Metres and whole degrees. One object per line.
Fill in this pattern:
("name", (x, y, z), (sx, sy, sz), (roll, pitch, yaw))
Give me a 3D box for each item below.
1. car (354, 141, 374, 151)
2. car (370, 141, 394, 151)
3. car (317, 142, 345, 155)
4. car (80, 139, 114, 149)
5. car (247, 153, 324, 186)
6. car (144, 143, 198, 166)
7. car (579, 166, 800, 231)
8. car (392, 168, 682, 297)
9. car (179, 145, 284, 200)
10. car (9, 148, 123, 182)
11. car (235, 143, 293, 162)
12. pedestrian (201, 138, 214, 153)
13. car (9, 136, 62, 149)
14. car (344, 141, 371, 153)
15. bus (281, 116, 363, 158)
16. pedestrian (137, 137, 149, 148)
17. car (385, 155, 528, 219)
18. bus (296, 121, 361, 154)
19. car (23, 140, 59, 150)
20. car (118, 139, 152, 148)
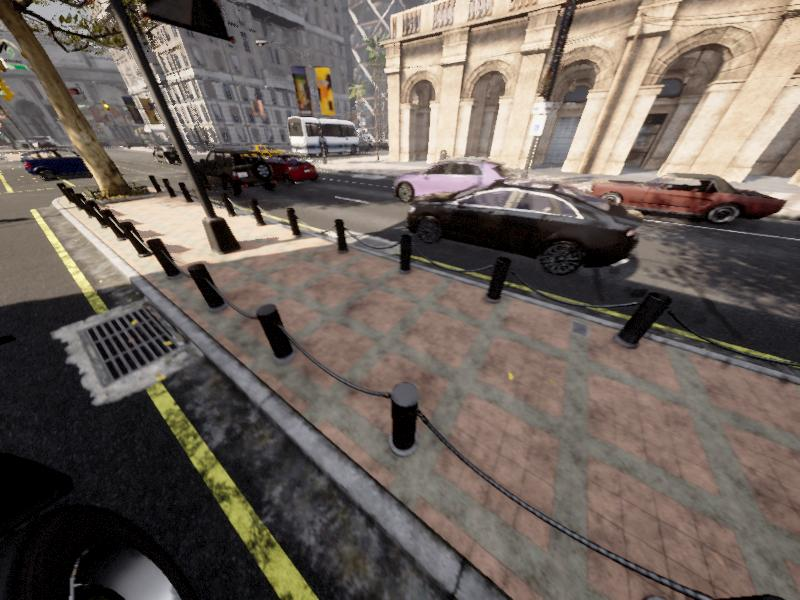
("car", (-7.288, -31.310, 46.984), (1.845, 1.501, 3.633), (22, 40, 27))
("car", (-3.544, -30.922, 46.370), (1.930, 1.638, 5.238), (22, 40, 27))
("car", (-11.031, -24.569, 37.314), (1.851, 1.617, 3.988), (21, 40, 27))
("car", (-62.251, -32.133, 47.608), (2.152, 1.651, 5.027), (-14, 38, -19))
("car", (-7.011, -8.090, 14.154), (4.181, 1.385, 1.994), (22, 40, 27))
("car", (-22.355, -14.253, 22.539), (5.238, 1.638, 1.930), (22, 40, 27))
("car", (9.507, -3.808, 8.268), (4.718, 1.301, 1.895), (21, 40, 27))
("car", (2.431, -1.986, 5.445), (4.902, 1.511, 2.128), (22, 40, 27))
("car", (-8.099, -6.294, 11.150), (4.605, 1.855, 1.932), (21, 40, 27))
("car", (-21.063, -8.722, 14.777), (1.789, 1.549, 3.705), (21, 41, 27))
("car", (-15.584, -17.171, 26.793), (1.801, 1.575, 5.366), (24, 41, 29))
("pedestrian", (-29.661, -23.845, 35.601), (0.751, 1.860, 0.751), (17, 38, 22))
("car", (-76.006, -32.956, 48.299), (2.150, 2.045, 5.566), (22, 40, 28))
("car", (-7.544, -27.569, 41.548), (2.242, 1.667, 4.611), (21, 40, 27))
("bus", (-10.285, -22.788, 32.494), (3.944, 4.253, 10.273), (21, 40, 27))
("pedestrian", (-53.879, -33.003, 48.402), (0.751, 1.860, 0.751), (23, 41, 28))
("car", (1.982, -4.653, 9.117), (4.856, 1.649, 2.033), (21, 40, 28))
("bus", (-11.987, -28.315, 40.329), (3.944, 4.253, 10.273), (21, 40, 27))
("car", (-67.835, -29.390, 43.695), (4.974, 1.542, 2.038), (13, 37, 17))
("car", (-62.239, -36.831, 54.355), (2.242, 1.667, 4.611), (16, 38, 20))
